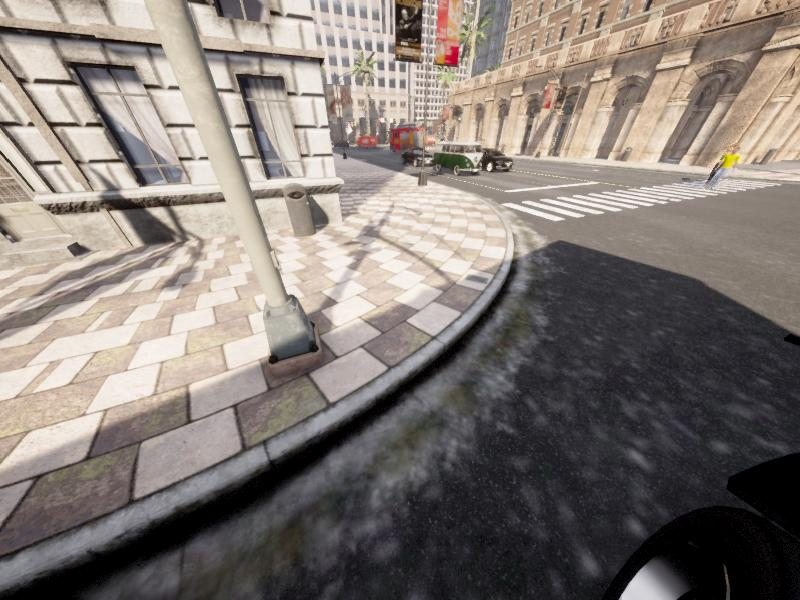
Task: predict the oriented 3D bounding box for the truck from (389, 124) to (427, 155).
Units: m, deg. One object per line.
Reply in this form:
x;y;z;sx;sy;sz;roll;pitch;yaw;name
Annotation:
1.019;-26.336;37.955;2.891;3.827;8.468;-13;37;-18;truck

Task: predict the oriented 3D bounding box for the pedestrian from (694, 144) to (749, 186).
17.301;-7.288;12.483;0.751;1.860;0.751;-12;37;-16;pedestrian

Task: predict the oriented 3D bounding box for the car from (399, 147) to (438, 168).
1.623;-13.831;22.276;1.812;1.442;4.674;-14;37;-18;car

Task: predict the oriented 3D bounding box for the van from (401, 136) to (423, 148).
3.127;-41.299;60.255;5.915;2.561;1.988;-29;44;-35;van

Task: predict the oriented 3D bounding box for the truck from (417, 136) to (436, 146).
8.302;-49.522;71.986;5.204;2.467;2.627;-13;37;-18;truck

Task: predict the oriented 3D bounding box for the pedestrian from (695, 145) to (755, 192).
15.476;-6.275;11.058;0.751;1.860;0.751;-16;38;-22;pedestrian

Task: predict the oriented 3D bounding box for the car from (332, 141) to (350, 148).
-15.305;-40.514;60.177;3.988;1.617;1.851;14;37;19;car

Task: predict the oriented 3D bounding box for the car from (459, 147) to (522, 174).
7.130;-11.493;18.879;1.837;1.490;4.892;-14;37;-18;car

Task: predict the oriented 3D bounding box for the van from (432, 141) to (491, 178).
4.258;-10.412;16.937;1.775;1.987;4.442;-14;37;-18;van

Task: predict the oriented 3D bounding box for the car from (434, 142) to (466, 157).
7.155;-22.116;33.824;1.930;1.638;5.238;-13;37;-18;car

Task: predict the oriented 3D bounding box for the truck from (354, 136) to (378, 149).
-7.988;-36.859;54.123;5.204;2.467;2.627;29;44;34;truck

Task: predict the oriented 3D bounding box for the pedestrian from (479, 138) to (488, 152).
13.609;-25.339;37.858;0.751;1.860;0.751;-14;38;-19;pedestrian

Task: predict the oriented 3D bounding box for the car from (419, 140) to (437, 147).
8.349;-46.955;69.201;4.792;1.488;2.163;-13;37;-18;car

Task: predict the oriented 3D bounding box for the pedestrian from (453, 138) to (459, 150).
10.489;-29.210;43.372;0.751;1.860;0.751;-9;36;-12;pedestrian

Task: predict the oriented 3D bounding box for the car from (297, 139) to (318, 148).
-24.354;-41.374;61.156;4.605;1.855;1.932;-5;35;-7;car
